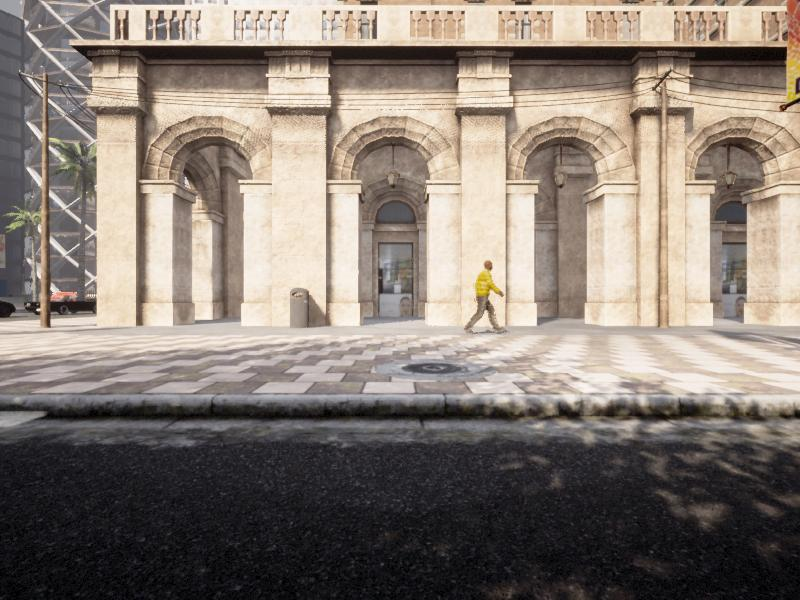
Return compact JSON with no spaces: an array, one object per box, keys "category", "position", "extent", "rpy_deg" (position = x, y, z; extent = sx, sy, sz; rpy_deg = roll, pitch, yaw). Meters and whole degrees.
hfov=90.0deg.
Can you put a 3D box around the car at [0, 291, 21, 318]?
[{"category":"car","position":[-23.029,0.251,21.246],"extent":[1.816,1.474,4.193],"rpy_deg":[0,0,0]}]

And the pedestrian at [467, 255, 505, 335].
[{"category":"pedestrian","position":[2.051,-0.115,9.602],"extent":[0.751,1.860,0.751],"rpy_deg":[0,0,0]}]

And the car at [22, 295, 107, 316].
[{"category":"car","position":[-23.035,0.340,27.750],"extent":[1.895,1.301,4.718],"rpy_deg":[0,0,0]}]
